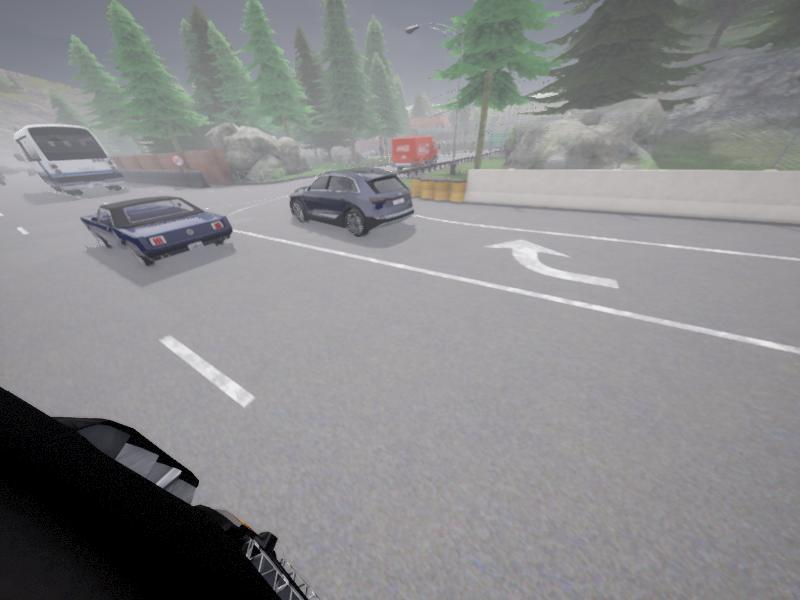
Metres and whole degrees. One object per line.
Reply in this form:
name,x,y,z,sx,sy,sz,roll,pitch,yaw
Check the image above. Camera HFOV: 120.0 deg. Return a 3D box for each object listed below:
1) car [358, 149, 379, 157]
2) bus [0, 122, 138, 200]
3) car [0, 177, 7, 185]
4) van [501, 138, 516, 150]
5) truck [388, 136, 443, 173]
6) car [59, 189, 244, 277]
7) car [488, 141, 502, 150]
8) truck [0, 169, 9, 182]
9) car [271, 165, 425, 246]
car,-7.512,-35.344,55.565,4.674,1.442,1.812,17,39,27
bus,-26.545,-10.988,18.406,10.273,4.253,3.944,18,39,28
car,-52.796,-15.550,29.358,4.553,1.767,2.097,17,39,27
van,25.176,-36.224,53.574,2.069,2.038,4.480,16,38,26
truck,1.573,-13.210,20.831,2.627,2.467,5.204,17,39,27
car,-6.836,-2.097,6.360,4.718,1.301,1.895,16,38,26
car,23.449,-38.194,57.001,2.038,1.542,4.974,16,38,26
truck,-64.470,-20.254,35.401,8.468,3.827,2.891,21,40,31
car,-1.787,-3.373,7.575,4.856,1.649,2.033,23,42,32
